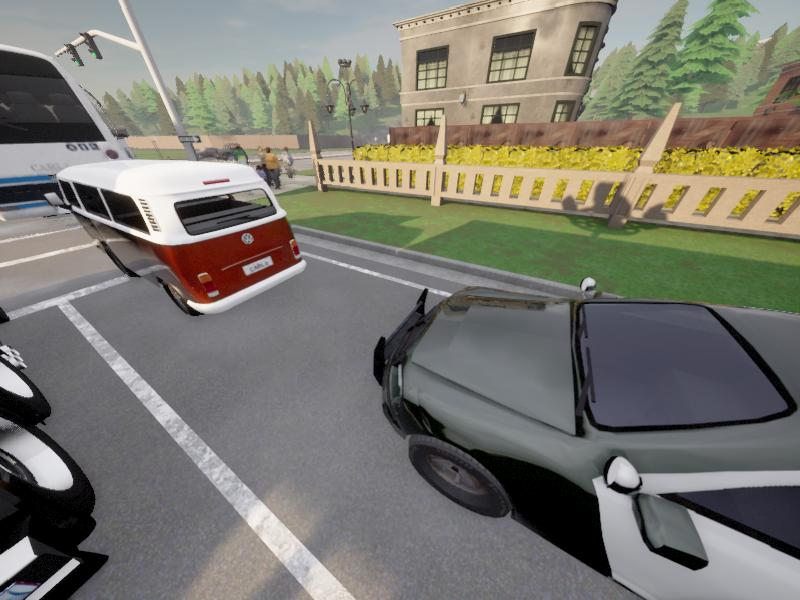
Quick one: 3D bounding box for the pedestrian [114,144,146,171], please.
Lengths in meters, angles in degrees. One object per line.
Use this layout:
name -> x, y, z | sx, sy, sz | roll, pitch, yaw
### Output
pedestrian -> -22.344, -11.771, 19.123 | 0.751, 1.860, 0.751 | 11, 36, 16

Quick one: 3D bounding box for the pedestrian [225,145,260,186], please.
pedestrian -> -8.513, -7.332, 12.582 | 0.751, 1.860, 0.751 | 16, 38, 21

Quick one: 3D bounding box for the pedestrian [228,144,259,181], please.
pedestrian -> -9.465, -8.312, 14.005 | 0.751, 1.860, 0.751 | 19, 39, 25

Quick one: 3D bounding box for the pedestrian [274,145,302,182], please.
pedestrian -> -6.732, -8.254, 13.958 | 0.751, 1.860, 0.751 | 14, 37, 19

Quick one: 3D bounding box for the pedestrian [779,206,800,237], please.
pedestrian -> 10.808, -2.489, 5.552 | 0.751, 1.860, 0.751 | 18, 39, 24

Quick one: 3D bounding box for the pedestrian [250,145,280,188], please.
pedestrian -> -6.946, -6.895, 11.967 | 0.751, 1.860, 0.751 | -10, 36, -14

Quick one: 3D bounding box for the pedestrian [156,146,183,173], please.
pedestrian -> -19.423, -11.873, 19.513 | 0.751, 1.860, 0.751 | 18, 39, 25

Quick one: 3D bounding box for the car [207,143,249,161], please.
car -> -23.761, -20.656, 32.168 | 1.905, 1.878, 3.866 | 18, 39, 25

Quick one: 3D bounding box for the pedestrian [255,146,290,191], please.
pedestrian -> -6.317, -6.560, 11.522 | 0.751, 1.860, 0.751 | 11, 37, 16

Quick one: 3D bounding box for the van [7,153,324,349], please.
van -> -3.962, -1.339, 4.166 | 4.480, 2.038, 2.069 | 18, 39, 24

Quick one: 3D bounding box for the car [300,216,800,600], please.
car -> 2.112, 0.845, 1.428 | 4.974, 1.542, 2.038 | 18, 39, 24

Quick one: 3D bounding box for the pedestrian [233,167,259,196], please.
pedestrian -> -6.961, -5.376, 10.493 | 0.500, 1.100, 0.500 | -5, 35, -7

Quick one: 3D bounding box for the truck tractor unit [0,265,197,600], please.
truck tractor unit -> -5.112, -0.300, 0.777 | 6.516, 4.208, 3.053 | 18, 39, 24

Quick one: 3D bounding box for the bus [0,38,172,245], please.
bus -> -13.309, -6.129, 9.184 | 3.944, 4.253, 10.273 | -29, 44, -33

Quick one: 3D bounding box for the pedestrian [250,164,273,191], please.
pedestrian -> -6.978, -6.195, 11.669 | 0.500, 1.100, 0.500 | 22, 40, 28

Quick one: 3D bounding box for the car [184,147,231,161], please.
car -> -27.326, -20.943, 32.997 | 1.812, 1.442, 4.674 | 18, 39, 25

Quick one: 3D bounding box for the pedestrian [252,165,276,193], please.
pedestrian -> -6.550, -5.847, 11.166 | 0.500, 1.100, 0.500 | 19, 39, 26
